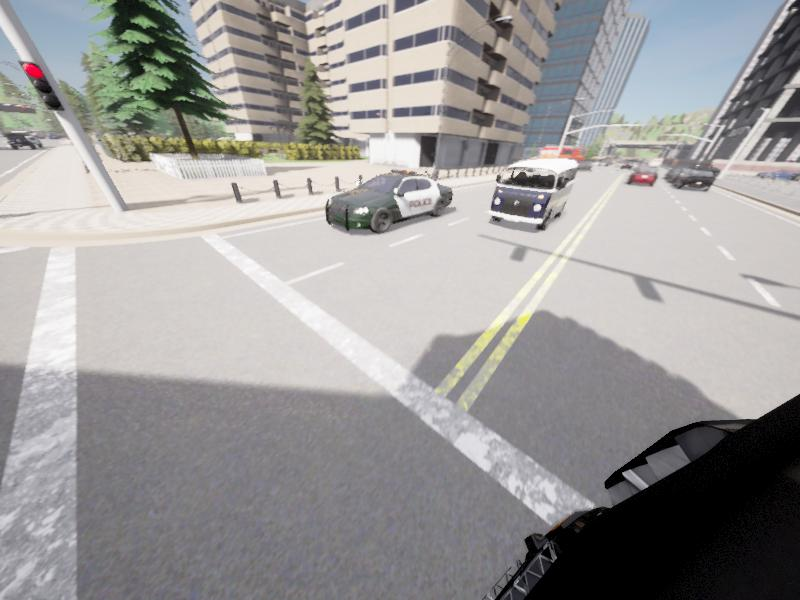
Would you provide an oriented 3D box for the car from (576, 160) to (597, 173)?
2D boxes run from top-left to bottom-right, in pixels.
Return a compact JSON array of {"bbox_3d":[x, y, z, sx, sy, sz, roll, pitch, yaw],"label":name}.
[{"bbox_3d":[30.869,-22.207,38.197,1.930,1.638,5.238,26,40,30],"label":"car"}]

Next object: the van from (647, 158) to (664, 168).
[{"bbox_3d":[73.870,-39.677,66.841,2.351,2.431,6.366,27,41,32],"label":"van"}]

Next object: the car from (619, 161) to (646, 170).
[{"bbox_3d":[49.224,-28.392,48.852,4.974,1.542,2.038,-15,37,-24],"label":"car"}]

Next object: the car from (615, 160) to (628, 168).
[{"bbox_3d":[57.457,-35.307,59.935,1.851,1.617,3.988,27,41,32],"label":"car"}]

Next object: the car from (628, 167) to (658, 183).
[{"bbox_3d":[27.985,-14.532,26.696,1.895,1.301,4.718,27,41,32],"label":"car"}]

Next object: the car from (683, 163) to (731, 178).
[{"bbox_3d":[48.228,-20.461,36.426,3.866,1.878,1.905,26,40,32],"label":"car"}]

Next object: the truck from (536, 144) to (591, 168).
[{"bbox_3d":[34.555,-30.626,49.103,8.468,3.827,2.891,24,39,29],"label":"truck"}]

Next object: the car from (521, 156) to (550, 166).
[{"bbox_3d":[29.049,-29.854,49.647,4.974,1.542,2.038,27,40,32],"label":"car"}]

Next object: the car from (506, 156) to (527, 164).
[{"bbox_3d":[27.455,-33.147,54.652,3.806,1.475,1.970,27,40,32],"label":"car"}]

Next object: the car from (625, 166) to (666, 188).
[{"bbox_3d":[23.806,-12.092,22.551,2.163,1.488,4.792,27,41,32],"label":"car"}]

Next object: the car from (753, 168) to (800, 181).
[{"bbox_3d":[62.915,-20.509,37.834,5.357,1.411,2.033,27,41,32],"label":"car"}]

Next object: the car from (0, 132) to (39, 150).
[{"bbox_3d":[-52.235,-21.834,31.765,3.866,1.878,1.905,28,41,32],"label":"car"}]

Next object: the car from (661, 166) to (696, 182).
[{"bbox_3d":[35.584,-16.208,29.660,2.033,1.411,5.357,27,41,32],"label":"car"}]

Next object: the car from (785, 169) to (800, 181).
[{"bbox_3d":[62.330,-18.371,34.311,4.892,1.490,1.837,27,41,32],"label":"car"}]

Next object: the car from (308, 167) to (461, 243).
[{"bbox_3d":[-0.189,-3.558,7.957,2.038,1.542,4.974,28,41,33],"label":"car"}]

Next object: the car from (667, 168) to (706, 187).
[{"bbox_3d":[30.813,-13.362,24.982,1.812,1.442,4.674,27,41,32],"label":"car"}]

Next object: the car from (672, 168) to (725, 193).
[{"bbox_3d":[26.568,-10.840,20.791,1.882,1.535,5.008,27,41,32],"label":"car"}]

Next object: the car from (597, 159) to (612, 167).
[{"bbox_3d":[53.677,-36.014,60.643,2.033,1.649,4.856,27,41,32],"label":"car"}]

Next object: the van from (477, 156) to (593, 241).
[{"bbox_3d":[4.995,-3.938,8.408,2.069,2.038,4.480,27,42,32],"label":"van"}]

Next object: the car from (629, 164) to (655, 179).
[{"bbox_3d":[32.558,-17.350,31.138,1.812,1.442,4.674,27,41,32],"label":"car"}]
